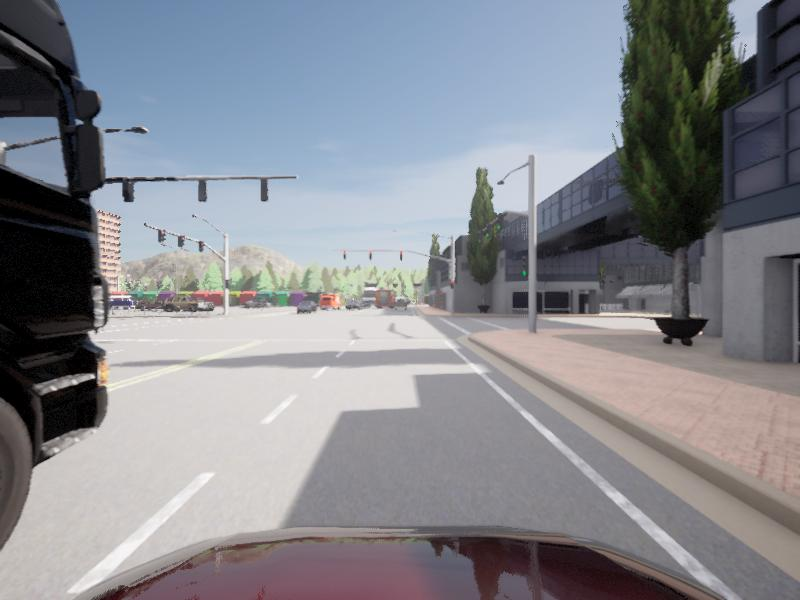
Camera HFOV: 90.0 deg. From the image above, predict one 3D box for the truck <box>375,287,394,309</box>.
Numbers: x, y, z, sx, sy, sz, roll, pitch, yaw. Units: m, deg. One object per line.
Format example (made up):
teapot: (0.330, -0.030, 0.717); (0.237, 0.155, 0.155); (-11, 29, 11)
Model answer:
truck: (-2.741, -0.349, 73.746); (2.891, 3.827, 8.468); (0, 0, 2)

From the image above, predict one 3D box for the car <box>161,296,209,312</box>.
car: (-24.968, 0.481, 46.525); (4.605, 1.855, 1.932); (0, 0, 0)

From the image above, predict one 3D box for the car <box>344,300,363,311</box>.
car: (-6.841, 0.760, 59.835); (2.152, 1.651, 5.027); (0, 0, 2)

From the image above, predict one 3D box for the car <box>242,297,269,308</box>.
car: (-24.936, 0.476, 69.043); (3.866, 1.878, 1.905); (0, 0, 0)

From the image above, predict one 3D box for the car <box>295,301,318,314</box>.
car: (-10.637, 0.811, 45.743); (1.845, 1.501, 3.633); (0, 0, 1)

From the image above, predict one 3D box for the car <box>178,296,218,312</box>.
car: (-24.912, 0.483, 49.420); (3.866, 1.878, 1.905); (0, 0, 0)

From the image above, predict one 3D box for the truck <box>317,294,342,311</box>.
truck: (-10.369, 0.328, 58.969); (2.627, 2.467, 5.204); (0, 1, 1)

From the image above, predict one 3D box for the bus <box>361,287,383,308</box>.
bus: (-5.975, -0.569, 88.233); (3.944, 4.253, 10.273); (0, 0, 2)
